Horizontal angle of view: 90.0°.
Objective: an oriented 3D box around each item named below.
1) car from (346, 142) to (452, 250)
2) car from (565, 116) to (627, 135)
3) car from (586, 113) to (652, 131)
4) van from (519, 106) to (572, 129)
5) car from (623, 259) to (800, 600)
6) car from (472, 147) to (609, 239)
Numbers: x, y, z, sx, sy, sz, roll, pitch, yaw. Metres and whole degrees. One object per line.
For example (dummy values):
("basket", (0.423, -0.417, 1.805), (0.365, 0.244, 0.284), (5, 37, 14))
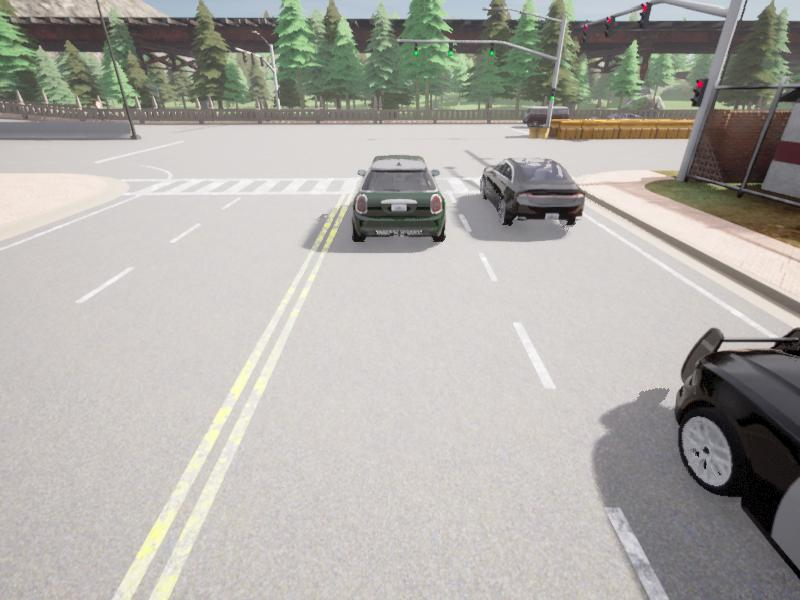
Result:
("car", (-0.032, -2.904, 10.327), (2.097, 1.767, 4.553), (0, 27, 0))
("car", (16.941, -15.182, 34.736), (4.181, 1.385, 1.994), (-1, 27, -2))
("car", (20.685, -16.901, 37.931), (4.902, 1.511, 2.128), (-1, 27, -2))
("van", (14.738, -18.620, 40.763), (4.442, 1.987, 1.775), (-1, 27, -2))
("car", (3.501, 1.544, 1.823), (1.930, 1.638, 5.238), (0, 27, 0))
("car", (3.533, -3.225, 11.266), (2.128, 1.511, 4.902), (0, 27, 1))
